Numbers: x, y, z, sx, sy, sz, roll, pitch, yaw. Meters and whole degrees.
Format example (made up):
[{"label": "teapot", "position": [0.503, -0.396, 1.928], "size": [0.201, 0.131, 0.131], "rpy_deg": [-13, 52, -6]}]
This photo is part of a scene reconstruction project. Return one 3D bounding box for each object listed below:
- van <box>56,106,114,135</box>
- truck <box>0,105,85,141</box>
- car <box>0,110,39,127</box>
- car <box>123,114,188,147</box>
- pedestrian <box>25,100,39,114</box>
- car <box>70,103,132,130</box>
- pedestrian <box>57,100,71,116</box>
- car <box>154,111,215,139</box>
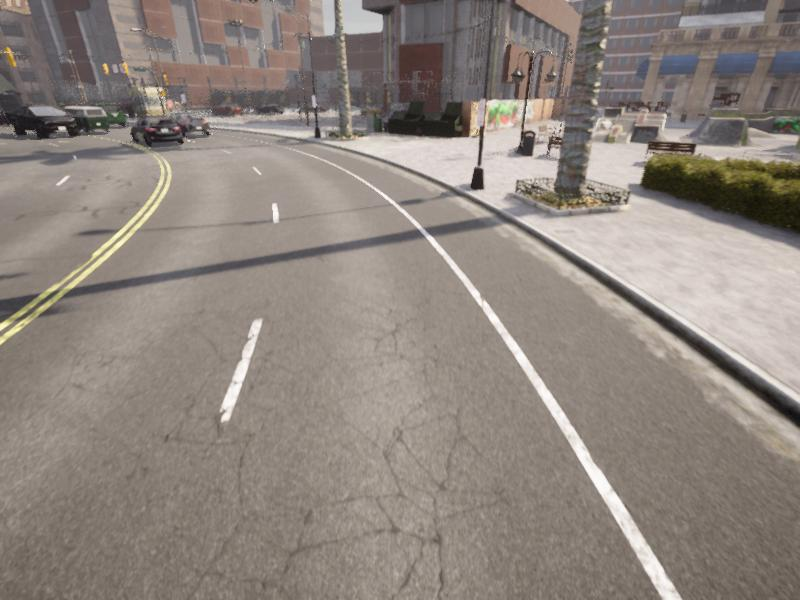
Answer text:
[{"label": "van", "position": [-25.885, -14.824, 32.897], "size": [4.442, 1.987, 1.775], "rpy_deg": [17, 32, 29]}, {"label": "truck", "position": [-26.539, -13.231, 29.696], "size": [6.274, 2.098, 2.390], "rpy_deg": [17, 32, 29]}, {"label": "car", "position": [-38.446, -18.131, 39.890], "size": [4.181, 1.385, 1.994], "rpy_deg": [16, 31, 27]}, {"label": "car", "position": [-16.084, -11.190, 26.268], "size": [2.242, 1.667, 4.611], "rpy_deg": [-23, 35, -38]}, {"label": "pedestrian", "position": [-52.738, -27.671, 57.321], "size": [0.751, 1.860, 0.751], "rpy_deg": [15, 31, 26]}, {"label": "car", "position": [-28.396, -17.501, 37.990], "size": [5.566, 2.045, 2.150], "rpy_deg": [16, 31, 28]}, {"label": "pedestrian", "position": [-44.255, -25.229, 52.648], "size": [0.751, 1.860, 0.751], "rpy_deg": [19, 33, 32]}, {"label": "car", "position": [-16.810, -13.690, 31.150], "size": [5.027, 1.651, 2.152], "rpy_deg": [22, 35, 36]}]
